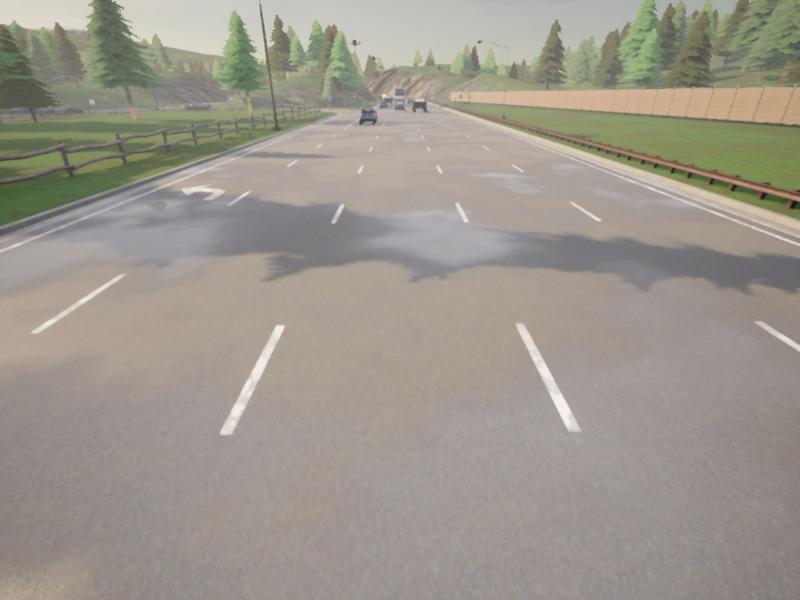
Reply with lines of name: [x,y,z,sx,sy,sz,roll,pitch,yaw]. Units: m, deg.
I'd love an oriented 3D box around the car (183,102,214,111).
car: [-41.987,-40.340,83.453,5.366,1.575,1.801,-8,28,-15]

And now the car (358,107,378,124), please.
car: [-3.533,-20.793,45.037,1.851,1.617,3.988,0,27,0]

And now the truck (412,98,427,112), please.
truck: [3.445,-34.826,71.488,2.390,2.098,6.274,0,27,0]

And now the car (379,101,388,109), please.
car: [-3.567,-43.602,89.218,1.816,1.474,4.193,0,27,0]

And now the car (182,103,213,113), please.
car: [-40.882,-38.902,80.879,5.027,1.651,2.152,-7,28,-12]
